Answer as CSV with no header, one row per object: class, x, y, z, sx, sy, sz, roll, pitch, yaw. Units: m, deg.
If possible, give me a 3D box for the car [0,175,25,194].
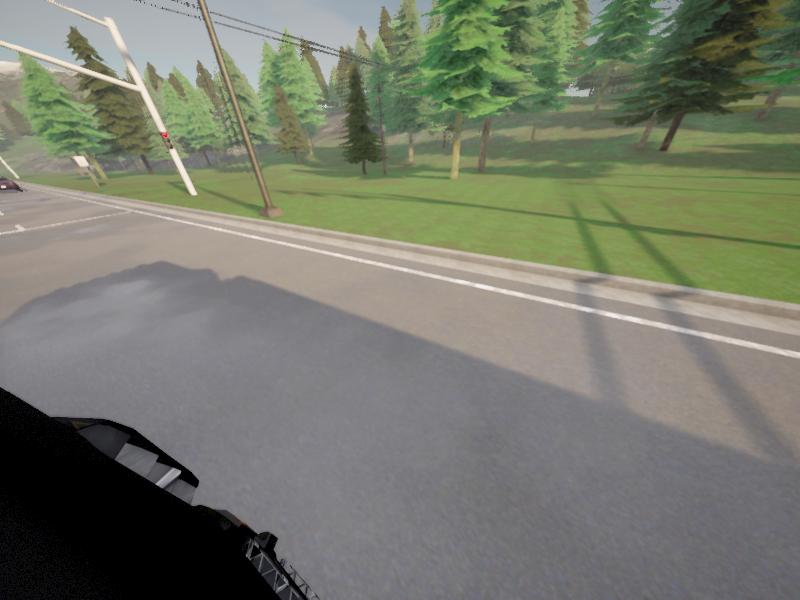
car,-40.914,-11.871,23.634,4.193,1.474,1.816,16,38,26
